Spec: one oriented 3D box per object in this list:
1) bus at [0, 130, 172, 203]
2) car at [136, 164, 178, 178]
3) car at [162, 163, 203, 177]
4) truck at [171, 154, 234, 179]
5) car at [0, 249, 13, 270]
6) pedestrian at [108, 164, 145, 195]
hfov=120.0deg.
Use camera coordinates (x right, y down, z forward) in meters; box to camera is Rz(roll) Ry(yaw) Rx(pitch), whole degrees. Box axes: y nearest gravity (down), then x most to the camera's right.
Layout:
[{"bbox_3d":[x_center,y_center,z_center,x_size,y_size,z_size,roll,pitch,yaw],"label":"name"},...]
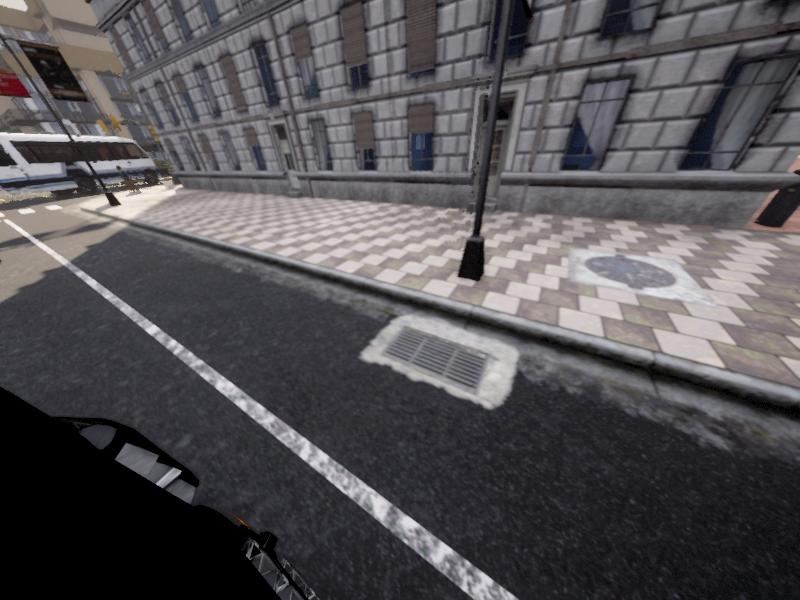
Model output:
[{"bbox_3d":[-28.055,-12.124,20.679,3.944,4.253,10.273,-2,33,6],"label":"bus"},{"bbox_3d":[-36.530,-19.409,34.781,1.789,1.549,3.705,16,38,26],"label":"car"},{"bbox_3d":[-32.534,-19.480,34.636,1.970,1.475,3.806,16,38,26],"label":"car"},{"bbox_3d":[-25.871,-17.711,30.522,2.627,2.467,5.204,16,38,26],"label":"truck"},{"bbox_3d":[-12.961,-1.657,6.042,4.856,1.649,2.033,16,38,26],"label":"car"},{"bbox_3d":[-19.641,-8.670,16.627,0.751,1.860,0.751,7,35,15],"label":"pedestrian"}]
